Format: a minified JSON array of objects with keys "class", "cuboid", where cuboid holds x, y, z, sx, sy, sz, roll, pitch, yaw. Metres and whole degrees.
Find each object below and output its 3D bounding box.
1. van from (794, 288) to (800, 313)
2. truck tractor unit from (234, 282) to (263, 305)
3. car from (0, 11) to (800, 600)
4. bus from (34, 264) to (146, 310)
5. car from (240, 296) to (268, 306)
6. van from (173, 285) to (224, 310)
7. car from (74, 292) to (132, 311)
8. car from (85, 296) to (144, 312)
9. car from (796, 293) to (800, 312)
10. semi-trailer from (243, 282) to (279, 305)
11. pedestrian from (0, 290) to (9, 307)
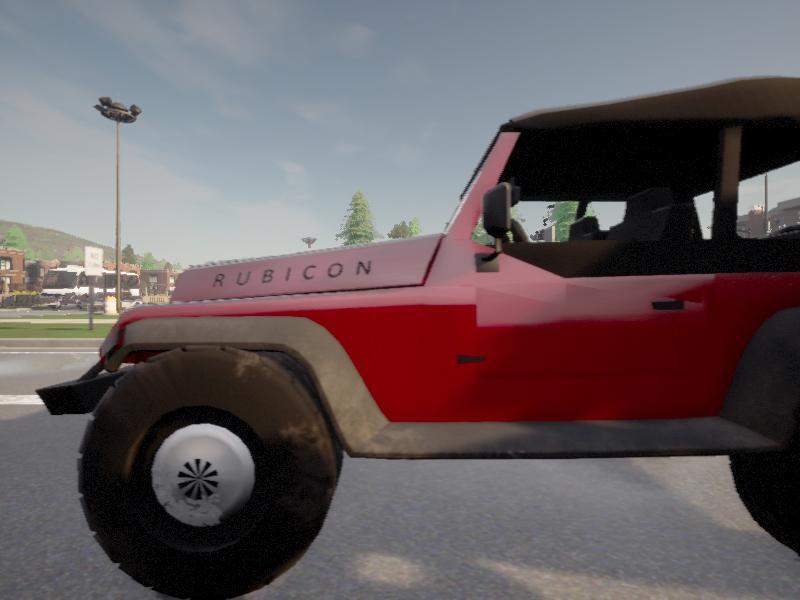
[{"class":"van","cuboid":[32.965,0.035,30.312,1.775,1.987,4.442,0,0,-1]},{"class":"truck tractor unit","cuboid":[-29.006,-1.155,76.794,3.053,4.208,6.516,0,-1,-1]},{"class":"car","cuboid":[0.652,0.043,2.202,3.866,1.878,1.905,-1,0,0]},{"class":"bus","cuboid":[-31.984,-1.167,42.215,3.944,4.253,10.273,0,0,-1]},{"class":"car","cuboid":[-23.690,0.156,65.103,2.152,1.651,5.027,0,0,10]},{"class":"van","cuboid":[-21.619,-0.245,43.241,2.351,2.431,6.366,0,0,-1]},{"class":"car","cuboid":[-28.564,0.127,38.746,2.242,1.667,4.611,0,0,-1]},{"class":"car","cuboid":[-25.025,0.317,35.341,1.895,1.301,4.718,0,0,-1]},{"class":"car","cuboid":[36.435,0.228,33.860,1.851,1.617,3.988,0,0,-1]},{"class":"semi-trailer","cuboid":[-29.104,-1.247,84.702,2.717,4.402,14.254,0,0,-1]},{"class":"pedestrian","cuboid":[-42.064,-0.160,42.258,0.751,1.860,0.751,0,0,-3]}]
